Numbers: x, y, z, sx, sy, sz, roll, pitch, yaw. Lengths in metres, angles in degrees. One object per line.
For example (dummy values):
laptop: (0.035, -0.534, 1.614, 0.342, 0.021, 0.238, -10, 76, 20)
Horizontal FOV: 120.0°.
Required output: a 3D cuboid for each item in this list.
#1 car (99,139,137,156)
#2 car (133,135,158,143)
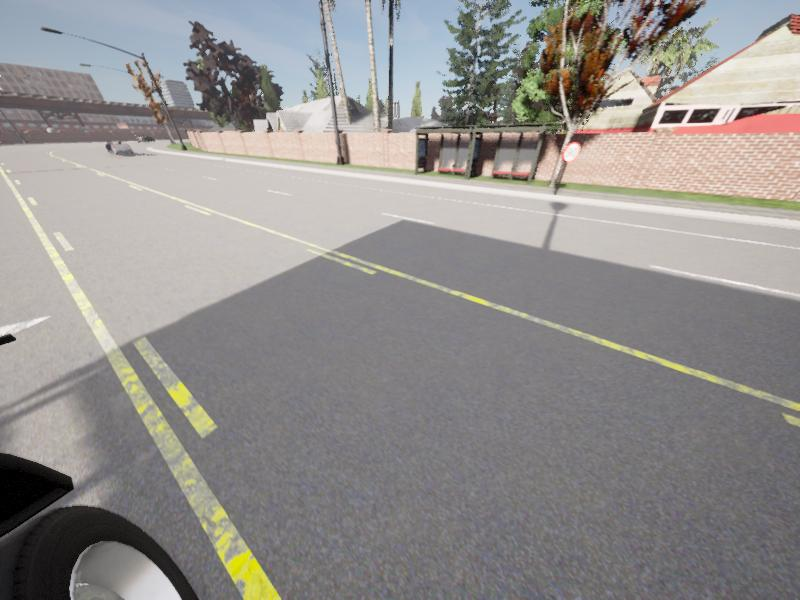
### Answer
car: (-34.008, -18.417, 27.855, 3.633, 1.501, 1.845, 22, 41, 27)
car: (-59.528, -37.765, 54.128, 1.789, 1.549, 3.705, -5, 36, -7)
